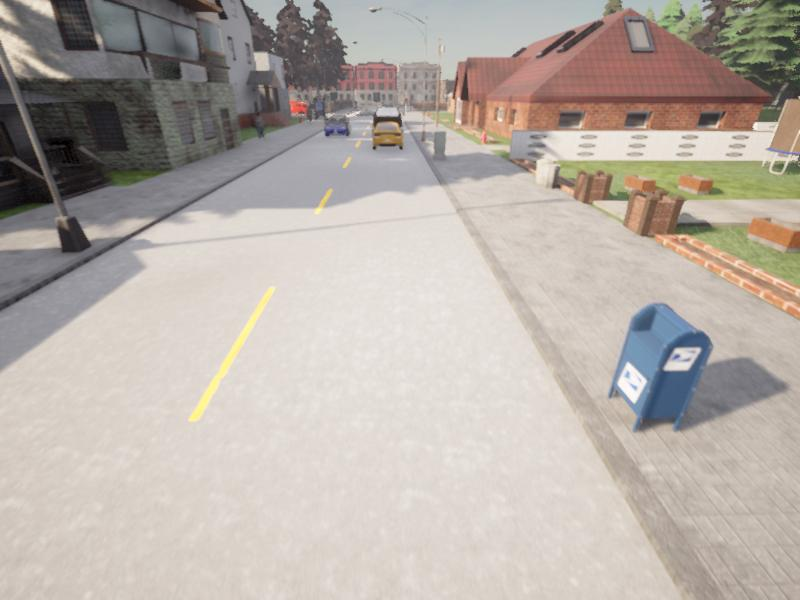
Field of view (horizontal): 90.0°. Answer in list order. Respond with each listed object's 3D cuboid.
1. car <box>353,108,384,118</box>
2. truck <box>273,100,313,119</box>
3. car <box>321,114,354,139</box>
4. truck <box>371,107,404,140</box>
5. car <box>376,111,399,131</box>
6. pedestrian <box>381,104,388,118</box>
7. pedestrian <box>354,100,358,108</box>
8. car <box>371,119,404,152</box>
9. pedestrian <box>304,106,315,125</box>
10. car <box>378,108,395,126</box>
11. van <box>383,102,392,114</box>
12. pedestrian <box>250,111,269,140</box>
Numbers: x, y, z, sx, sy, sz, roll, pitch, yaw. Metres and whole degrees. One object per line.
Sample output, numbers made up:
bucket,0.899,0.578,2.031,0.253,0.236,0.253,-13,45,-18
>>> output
car,-5.078,-30.147,64.437,4.718,1.301,1.895,-21,34,-35
truck,-16.399,-29.354,61.557,5.204,2.467,2.627,-1,27,-1
car,-4.996,-14.144,32.514,2.007,1.525,4.514,-1,27,-1
truck,-0.997,-14.293,32.198,2.390,2.098,6.274,-1,27,-1
car,-1.217,-17.561,39.212,2.128,1.511,4.902,-1,27,-1
pedestrian,-2.210,-27.136,57.438,0.751,1.860,0.751,-9,29,-18
pedestrian,-10.665,-47.792,97.443,0.751,1.860,0.751,5,28,9
car,-0.792,-10.637,25.685,1.882,1.535,5.008,-1,27,-1
pedestrian,-9.596,-19.619,42.519,0.751,1.860,0.751,7,28,14
car,-1.452,-20.689,45.203,1.851,1.617,3.988,0,27,-1
van,-2.403,-37.692,78.413,1.775,1.987,4.442,-1,27,-1
pedestrian,-9.928,-12.322,28.290,0.751,1.860,0.751,1,27,1
